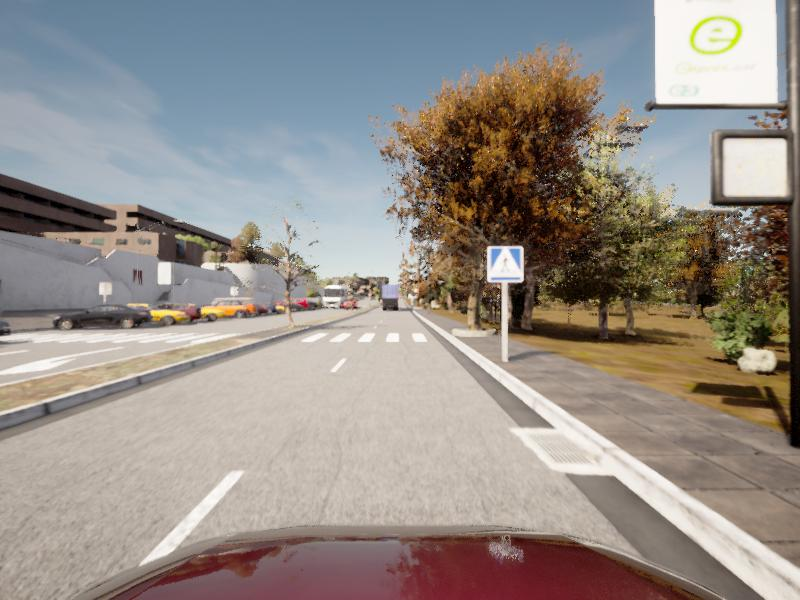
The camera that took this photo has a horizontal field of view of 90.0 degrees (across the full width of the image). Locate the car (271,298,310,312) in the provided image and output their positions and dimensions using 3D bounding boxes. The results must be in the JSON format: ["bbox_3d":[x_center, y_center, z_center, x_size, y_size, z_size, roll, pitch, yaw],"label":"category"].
[{"bbox_3d":[-16.901,0.720,61.727,5.566,2.045,2.435,-1,1,-20],"label":"car"}]

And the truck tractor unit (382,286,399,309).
[{"bbox_3d":[-1.764,-0.496,75.343,3.053,4.208,6.516,0,1,-1],"label":"truck tractor unit"}]

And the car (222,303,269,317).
[{"bbox_3d":[-16.875,1.056,43.831,4.674,1.452,2.002,-1,0,-20],"label":"car"}]

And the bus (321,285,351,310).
[{"bbox_3d":[-11.672,-0.489,74.160,3.944,4.253,10.273,0,0,0],"label":"bus"}]

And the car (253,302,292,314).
[{"bbox_3d":[-16.848,1.043,52.800,4.792,1.488,2.163,-1,0,-20],"label":"car"}]

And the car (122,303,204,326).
[{"bbox_3d":[-16.913,0.967,28.899,4.792,1.488,2.163,-1,0,-20],"label":"car"}]

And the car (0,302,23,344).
[{"bbox_3d":[-16.904,0.860,14.006,4.892,1.521,2.231,-1,0,-20],"label":"car"}]

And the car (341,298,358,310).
[{"bbox_3d":[-8.785,0.640,70.279,2.150,2.045,5.566,0,1,1],"label":"car"}]

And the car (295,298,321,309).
[{"bbox_3d":[-16.977,0.656,73.631,4.442,1.987,1.878,-1,1,-20],"label":"car"}]

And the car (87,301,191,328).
[{"bbox_3d":[-16.715,0.911,25.995,5.366,1.575,1.946,-1,-1,-20],"label":"car"}]

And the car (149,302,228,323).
[{"bbox_3d":[-16.712,0.953,31.961,5.366,1.575,1.946,-1,-1,-20],"label":"car"}]

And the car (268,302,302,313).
[{"bbox_3d":[-16.869,1.028,58.757,4.674,1.452,2.002,-1,1,-20],"label":"car"}]

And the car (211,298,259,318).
[{"bbox_3d":[-16.776,0.783,40.899,4.442,1.987,1.878,-1,-1,-20],"label":"car"}]

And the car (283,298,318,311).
[{"bbox_3d":[-16.847,0.674,67.723,5.566,2.045,2.435,-1,0,-20],"label":"car"}]

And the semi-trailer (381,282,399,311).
[{"bbox_3d":[-1.611,-0.526,67.434,2.717,4.402,14.254,0,0,-1],"label":"semi-trailer"}]

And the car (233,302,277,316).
[{"bbox_3d":[-16.905,1.053,46.803,4.792,1.488,2.163,-1,0,-20],"label":"car"}]

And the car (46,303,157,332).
[{"bbox_3d":[-16.886,0.938,22.947,4.674,1.452,2.002,-1,0,-20],"label":"car"}]

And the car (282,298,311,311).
[{"bbox_3d":[-16.765,0.721,64.770,4.442,1.987,1.878,-1,0,-20],"label":"car"}]

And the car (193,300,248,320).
[{"bbox_3d":[-16.855,0.869,37.872,4.553,1.767,2.185,-1,0,-20],"label":"car"}]

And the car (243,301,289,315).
[{"bbox_3d":[-16.705,1.014,49.873,5.366,1.575,1.946,-1,0,-20],"label":"car"}]
